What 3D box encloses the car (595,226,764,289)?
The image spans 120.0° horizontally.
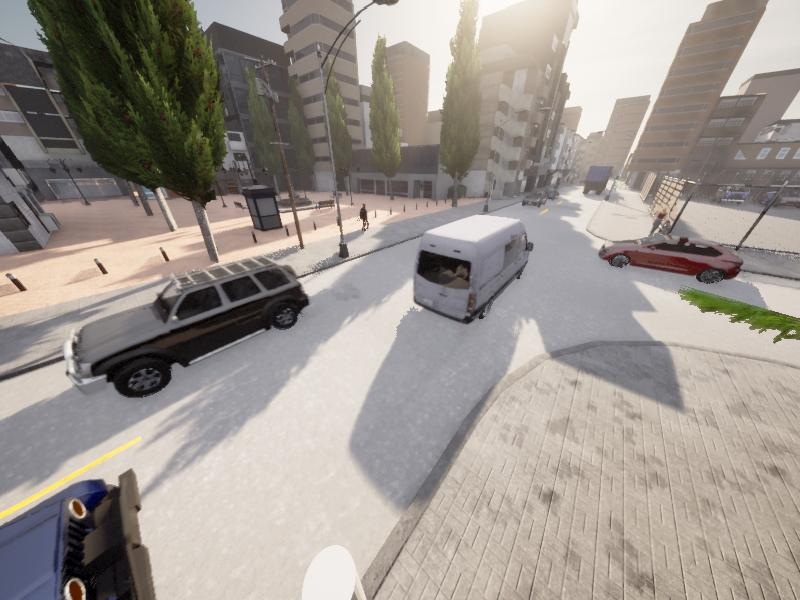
[{"bbox_3d":[11.412,-2.026,10.040,4.193,1.474,1.816,21,36,32],"label":"car"}]

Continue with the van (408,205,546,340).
[{"bbox_3d":[2.919,-1.496,8.060,1.988,2.561,5.915,23,37,34],"label":"van"}]

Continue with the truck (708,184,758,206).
[{"bbox_3d":[40.630,-13.001,28.353,2.069,2.038,4.478,23,37,34],"label":"truck"}]

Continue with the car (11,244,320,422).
[{"bbox_3d":[-4.716,0.209,5.767,1.932,1.855,4.605,23,37,34],"label":"car"}]

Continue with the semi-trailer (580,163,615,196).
[{"bbox_3d":[35.313,-21.624,41.042,2.717,4.402,14.254,23,37,34],"label":"semi-trailer"}]

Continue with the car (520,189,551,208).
[{"bbox_3d":[16.042,-12.014,27.288,2.007,1.525,4.514,23,37,34],"label":"car"}]

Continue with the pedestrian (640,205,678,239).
[{"bbox_3d":[15.792,-4.781,14.152,0.751,1.860,0.751,17,34,27],"label":"pedestrian"}]

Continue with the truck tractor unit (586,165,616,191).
[{"bbox_3d":[40.396,-24.573,46.342,3.053,4.208,6.516,23,37,34],"label":"truck tractor unit"}]

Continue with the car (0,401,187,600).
[{"bbox_3d":[-4.010,2.913,1.072,1.905,1.878,3.866,23,37,34],"label":"car"}]

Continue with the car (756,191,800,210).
[{"bbox_3d":[43.557,-11.395,26.194,2.033,1.415,5.357,23,37,34],"label":"car"}]

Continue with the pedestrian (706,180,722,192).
[{"bbox_3d":[54.485,-19.756,40.089,0.751,1.860,0.751,2,30,3],"label":"pedestrian"}]

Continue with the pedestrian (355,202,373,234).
[{"bbox_3d":[-2.349,-5.474,15.370,0.751,1.860,0.751,19,35,29],"label":"pedestrian"}]

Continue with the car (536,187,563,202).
[{"bbox_3d":[20.790,-14.739,32.166,1.994,1.385,4.181,24,38,36],"label":"car"}]
